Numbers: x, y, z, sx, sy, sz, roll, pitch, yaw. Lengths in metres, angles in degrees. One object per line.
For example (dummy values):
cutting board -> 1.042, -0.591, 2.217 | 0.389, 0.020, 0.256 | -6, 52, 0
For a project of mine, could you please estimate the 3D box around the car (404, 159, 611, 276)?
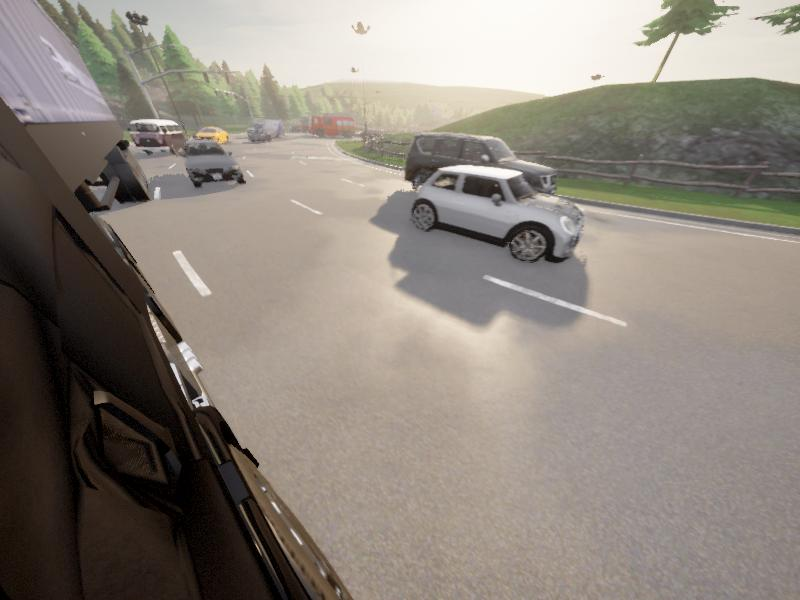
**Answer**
car -> 2.222, -2.241, 5.501 | 3.806, 1.475, 1.970 | 27, 44, 29

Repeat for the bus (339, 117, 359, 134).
bus -> -17.139, -59.971, 79.213 | 3.944, 4.253, 10.273 | 4, 38, 2

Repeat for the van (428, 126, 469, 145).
van -> 8.167, -28.339, 39.855 | 6.366, 2.431, 2.351 | 3, 37, 1

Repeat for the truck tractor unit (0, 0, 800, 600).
truck tractor unit -> -2.645, -0.295, 0.351 | 6.516, 4.208, 3.053 | 28, 44, 30

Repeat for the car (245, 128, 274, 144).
car -> -17.370, -20.449, 28.734 | 1.845, 1.501, 3.633 | -4, 37, -8

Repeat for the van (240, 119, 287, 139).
van -> -21.696, -27.553, 37.239 | 2.351, 2.431, 6.366 | 12, 38, 13

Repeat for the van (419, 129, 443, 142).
van -> 5.976, -32.493, 45.651 | 4.442, 1.987, 1.775 | 3, 37, 2

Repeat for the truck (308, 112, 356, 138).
truck -> -13.530, -34.859, 46.253 | 8.468, 3.827, 2.891 | -12, 39, -18

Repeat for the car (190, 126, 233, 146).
car -> -20.657, -18.197, 25.548 | 1.882, 1.535, 5.008 | -8, 38, -13

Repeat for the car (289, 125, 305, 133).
car -> -28.986, -48.438, 65.405 | 2.152, 1.651, 5.027 | 3, 37, 2

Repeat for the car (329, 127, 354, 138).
car -> -12.761, -36.522, 50.350 | 5.027, 1.651, 2.152 | -9, 38, -15

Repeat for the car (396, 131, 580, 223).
car -> 2.663, -4.760, 8.412 | 5.566, 2.045, 2.150 | 28, 45, 30

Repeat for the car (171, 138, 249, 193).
car -> -8.111, -5.886, 9.827 | 1.816, 1.474, 4.193 | -24, 44, -30

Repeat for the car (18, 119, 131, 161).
car -> -19.776, -10.077, 14.476 | 1.932, 1.855, 4.605 | -15, 39, -20

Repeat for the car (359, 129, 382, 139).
car -> -6.559, -37.091, 51.553 | 4.792, 1.488, 2.163 | 1, 37, -2

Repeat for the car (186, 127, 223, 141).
car -> -25.531, -21.903, 30.381 | 1.994, 1.385, 4.181 | -5, 37, -9

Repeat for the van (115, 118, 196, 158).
van -> -17.140, -11.671, 16.607 | 2.069, 2.038, 4.480 | -11, 39, -17

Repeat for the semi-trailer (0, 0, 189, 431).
semi-trailer -> -8.111, -3.933, 4.751 | 2.717, 4.402, 14.254 | -27, 46, -33

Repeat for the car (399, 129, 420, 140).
car -> 2.120, -36.876, 51.398 | 4.605, 1.855, 1.932 | 4, 37, 1

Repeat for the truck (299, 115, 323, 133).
truck -> -25.351, -50.364, 66.329 | 2.891, 3.827, 8.468 | 4, 37, 2
